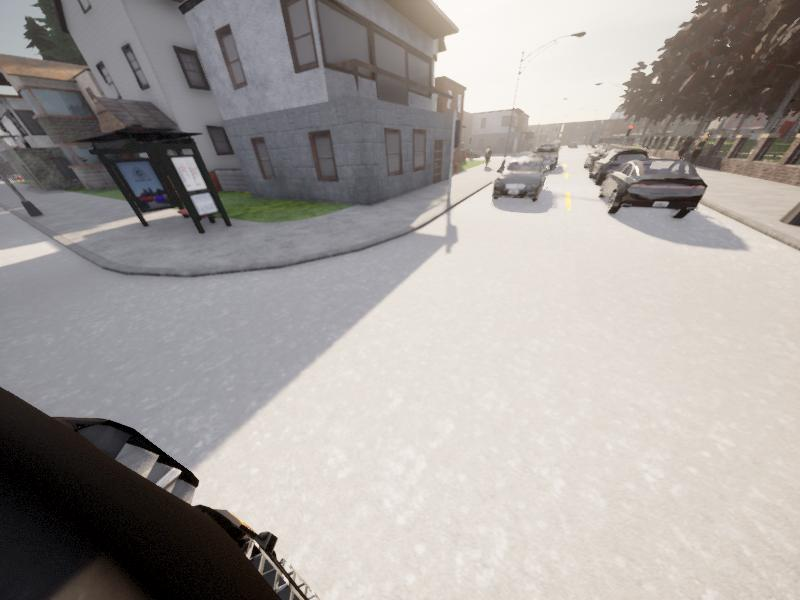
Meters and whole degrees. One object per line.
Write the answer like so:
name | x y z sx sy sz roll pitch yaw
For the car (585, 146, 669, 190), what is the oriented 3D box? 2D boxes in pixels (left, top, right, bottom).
car | 11.952 -7.369 12.650 2.033 1.649 4.856 15 37 25

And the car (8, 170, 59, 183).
car | -71.442 -24.129 45.116 2.152 1.651 5.027 16 38 26

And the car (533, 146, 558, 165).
car | 16.056 -15.991 25.442 1.837 1.490 4.892 16 38 26

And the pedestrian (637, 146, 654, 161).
pedestrian | 22.696 -13.545 21.357 0.500 1.100 0.500 0 34 4

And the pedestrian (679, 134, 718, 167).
pedestrian | 20.355 -10.187 15.793 0.751 1.860 0.751 16 38 26

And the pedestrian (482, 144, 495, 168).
pedestrian | 8.328 -13.584 21.842 0.751 1.860 0.751 15 37 25

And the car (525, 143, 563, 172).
car | 12.145 -12.003 19.398 1.932 1.855 4.605 18 38 28

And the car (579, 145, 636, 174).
car | 15.437 -10.712 17.519 2.128 1.511 4.902 14 37 24

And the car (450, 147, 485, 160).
car | 10.938 -23.889 37.621 4.856 1.649 2.033 17 38 26

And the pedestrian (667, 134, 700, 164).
pedestrian | 21.734 -11.561 17.756 0.751 1.860 0.751 15 38 25

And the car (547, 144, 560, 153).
car | 33.398 -33.019 50.180 1.812 1.442 4.674 16 38 26

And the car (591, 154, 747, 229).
car | 8.422 -4.025 7.994 2.128 1.511 4.902 16 38 26

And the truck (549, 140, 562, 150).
truck | 41.060 -40.925 60.897 2.390 2.098 6.274 16 38 26

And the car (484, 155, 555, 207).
car | 5.703 -5.714 10.752 2.128 1.511 4.902 16 38 26
